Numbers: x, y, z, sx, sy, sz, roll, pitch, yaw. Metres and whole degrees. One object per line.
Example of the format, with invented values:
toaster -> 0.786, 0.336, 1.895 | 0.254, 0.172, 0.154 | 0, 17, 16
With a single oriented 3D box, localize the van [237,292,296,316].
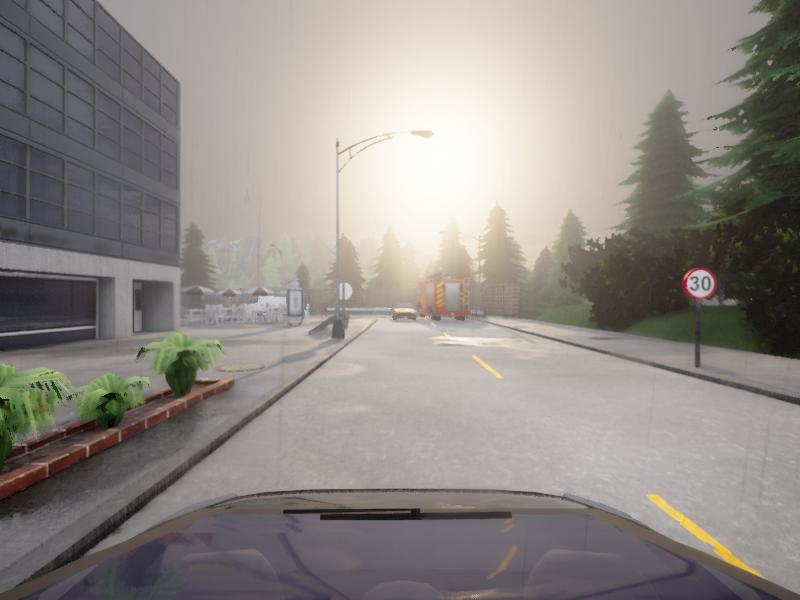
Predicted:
van -> -14.920, 0.427, 44.795 | 5.915, 2.561, 1.988 | 0, 0, 0

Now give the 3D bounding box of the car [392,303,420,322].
car -> 0.381, 0.972, 32.521 | 2.033, 1.411, 5.357 | 0, 0, -2

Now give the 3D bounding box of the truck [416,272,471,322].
truck -> 3.542, -0.237, 35.149 | 2.891, 3.827, 8.468 | 0, 0, -8
